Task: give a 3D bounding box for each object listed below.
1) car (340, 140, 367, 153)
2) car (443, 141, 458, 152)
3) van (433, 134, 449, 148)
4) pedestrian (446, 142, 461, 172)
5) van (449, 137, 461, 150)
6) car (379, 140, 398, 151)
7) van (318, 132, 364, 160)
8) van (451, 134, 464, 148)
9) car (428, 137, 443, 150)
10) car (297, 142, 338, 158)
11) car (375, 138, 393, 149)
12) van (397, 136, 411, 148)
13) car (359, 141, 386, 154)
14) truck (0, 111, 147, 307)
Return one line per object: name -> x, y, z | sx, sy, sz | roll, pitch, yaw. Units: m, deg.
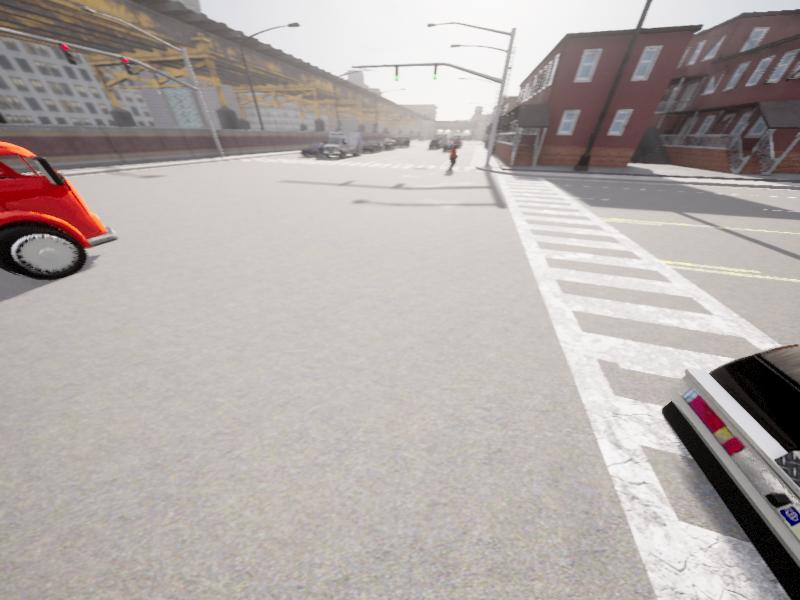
car -> -7.105, -23.965, 36.017 | 2.033, 1.411, 5.357 | 10, 37, 12
car -> 8.669, -26.319, 39.610 | 1.994, 1.385, 4.181 | 10, 36, 12
van -> 9.096, -35.075, 50.934 | 2.351, 2.431, 6.366 | 10, 37, 12
pedestrian -> 4.010, -10.763, 17.347 | 0.751, 1.860, 0.751 | 9, 36, 11
van -> 10.920, -31.186, 45.911 | 1.775, 1.987, 4.442 | 10, 37, 13
car -> -1.980, -27.008, 40.272 | 1.837, 1.490, 4.892 | 10, 37, 12
van -> -6.551, -18.009, 26.824 | 2.351, 2.431, 6.366 | 10, 37, 12
van -> 12.788, -35.223, 51.112 | 1.988, 2.561, 5.915 | 10, 37, 13
car -> 6.914, -30.404, 44.845 | 1.932, 1.855, 4.605 | 10, 37, 12
car -> -9.857, -18.337, 28.111 | 2.033, 1.411, 5.357 | 10, 37, 13
car -> -3.229, -31.987, 47.048 | 2.242, 1.667, 4.611 | 10, 37, 13
van -> 0.924, -33.135, 48.451 | 1.775, 1.987, 4.442 | 10, 37, 12
car -> -4.002, -22.837, 34.498 | 2.033, 1.411, 5.357 | 10, 37, 13
truck -> -7.689, -0.797, 2.750 | 2.627, 2.467, 5.204 | 10, 37, 12
